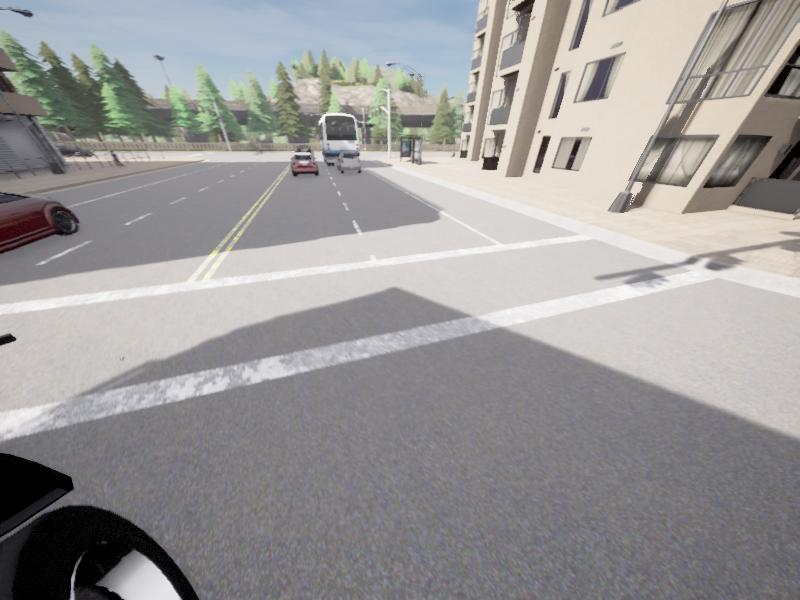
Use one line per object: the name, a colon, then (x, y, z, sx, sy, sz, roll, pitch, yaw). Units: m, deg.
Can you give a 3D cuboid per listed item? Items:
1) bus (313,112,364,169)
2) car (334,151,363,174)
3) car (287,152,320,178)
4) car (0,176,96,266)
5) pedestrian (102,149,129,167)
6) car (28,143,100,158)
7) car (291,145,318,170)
bus: (-6.989, -17.368, 25.393, 3.944, 4.253, 10.273, -10, 36, -15)
car: (-4.471, -11.904, 19.902, 1.845, 1.501, 3.633, -10, 36, -15)
car: (-7.510, -10.755, 18.220, 1.970, 1.475, 3.806, -10, 36, -15)
car: (-9.736, -1.534, 4.867, 1.994, 1.385, 4.181, -10, 36, -15)
pedestrian: (-24.200, -12.093, 19.684, 0.751, 1.300, 0.751, -9, 36, -14)
car: (-42.358, -18.925, 29.294, 4.892, 1.490, 1.837, -10, 36, -14)
car: (-9.312, -14.192, 22.825, 1.932, 1.855, 4.605, -10, 36, -15)
